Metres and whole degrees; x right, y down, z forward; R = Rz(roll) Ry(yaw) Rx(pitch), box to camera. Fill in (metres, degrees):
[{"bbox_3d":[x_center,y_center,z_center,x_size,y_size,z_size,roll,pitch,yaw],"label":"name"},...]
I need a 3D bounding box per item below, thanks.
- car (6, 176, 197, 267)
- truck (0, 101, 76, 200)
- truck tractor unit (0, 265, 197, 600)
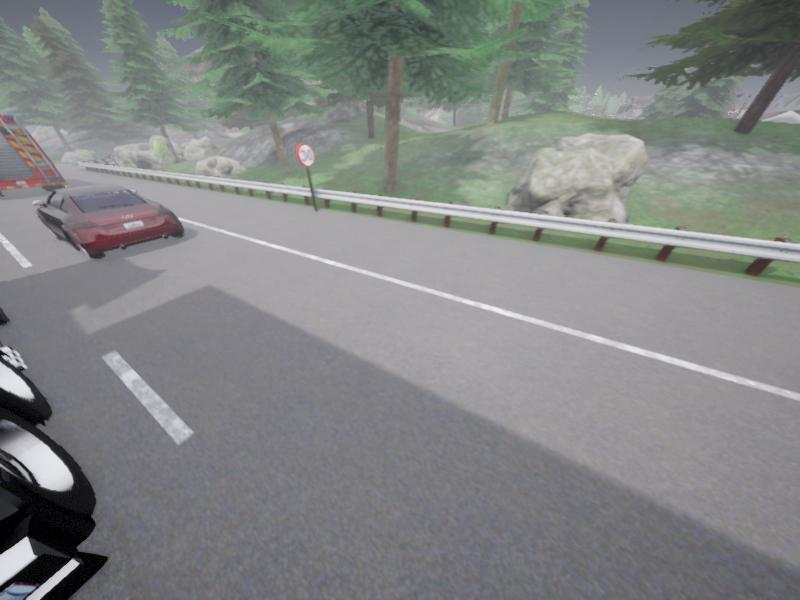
[{"bbox_3d":[-8.109,-2.389,6.341,4.181,1.385,1.994,18,39,24],"label":"car"},{"bbox_3d":[-22.322,-8.009,12.406,8.468,3.827,2.891,18,39,24],"label":"truck"},{"bbox_3d":[-5.115,-0.296,0.788,6.516,4.208,3.053,18,39,24],"label":"truck tractor unit"}]
